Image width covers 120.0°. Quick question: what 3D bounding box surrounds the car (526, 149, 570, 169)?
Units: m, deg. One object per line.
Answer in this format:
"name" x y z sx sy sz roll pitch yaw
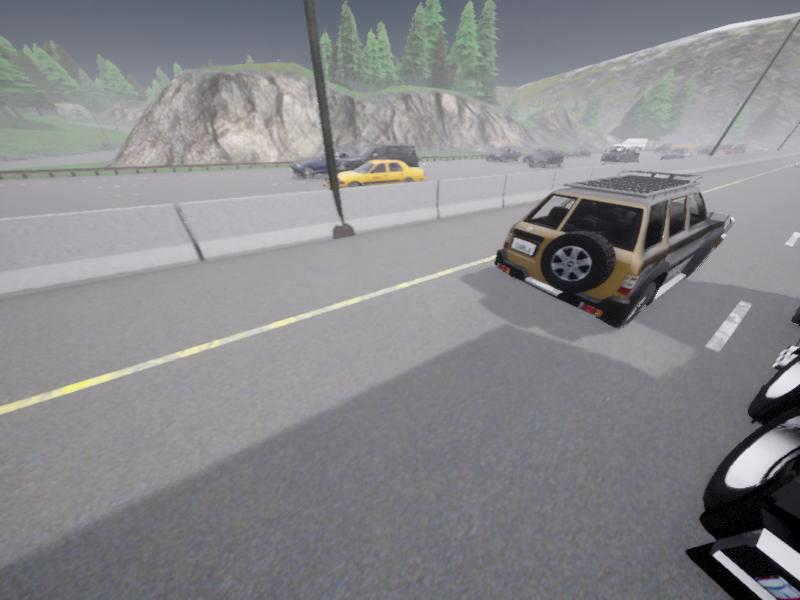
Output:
"car" 14.687 -14.041 22.960 3.705 1.549 1.789 -19 39 -25

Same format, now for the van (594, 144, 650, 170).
"van" 22.268 -14.480 23.236 4.480 2.038 2.069 -19 39 -25

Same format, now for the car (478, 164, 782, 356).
"car" 3.941 -1.189 4.107 4.605 1.855 1.932 -19 39 -25

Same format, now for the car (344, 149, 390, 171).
"car" -2.938 -12.718 20.912 3.633 1.501 1.845 -19 39 -25

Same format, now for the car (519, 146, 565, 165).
"car" 16.774 -17.132 27.320 4.611 1.667 2.242 -19 39 -25

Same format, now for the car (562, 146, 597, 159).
"car" 28.404 -23.345 36.499 4.902 1.511 2.128 -19 39 -25

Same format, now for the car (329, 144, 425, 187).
"car" -1.327 -8.808 14.860 5.566 2.045 2.150 -19 39 -25

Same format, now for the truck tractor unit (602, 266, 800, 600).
"truck tractor unit" 5.115 -0.295 0.782 6.516 4.208 3.053 -18 39 -24

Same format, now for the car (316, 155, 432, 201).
"car" -1.148 -6.345 11.728 5.366 1.575 1.801 -19 39 -25

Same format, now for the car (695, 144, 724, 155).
"car" 62.476 -30.355 46.650 4.553 1.767 2.097 -19 39 -25

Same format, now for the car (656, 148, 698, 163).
"car" 36.476 -19.092 30.447 4.974 1.542 2.038 -19 39 -25

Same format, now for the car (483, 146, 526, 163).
"car" 12.943 -18.162 28.764 4.611 1.667 2.242 -19 39 -25

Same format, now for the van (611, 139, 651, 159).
"van" 37.196 -24.419 37.225 5.915 2.561 1.988 -19 39 -25

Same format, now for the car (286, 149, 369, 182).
"car" -5.058 -9.701 16.478 5.027 1.651 2.152 -19 39 -25
